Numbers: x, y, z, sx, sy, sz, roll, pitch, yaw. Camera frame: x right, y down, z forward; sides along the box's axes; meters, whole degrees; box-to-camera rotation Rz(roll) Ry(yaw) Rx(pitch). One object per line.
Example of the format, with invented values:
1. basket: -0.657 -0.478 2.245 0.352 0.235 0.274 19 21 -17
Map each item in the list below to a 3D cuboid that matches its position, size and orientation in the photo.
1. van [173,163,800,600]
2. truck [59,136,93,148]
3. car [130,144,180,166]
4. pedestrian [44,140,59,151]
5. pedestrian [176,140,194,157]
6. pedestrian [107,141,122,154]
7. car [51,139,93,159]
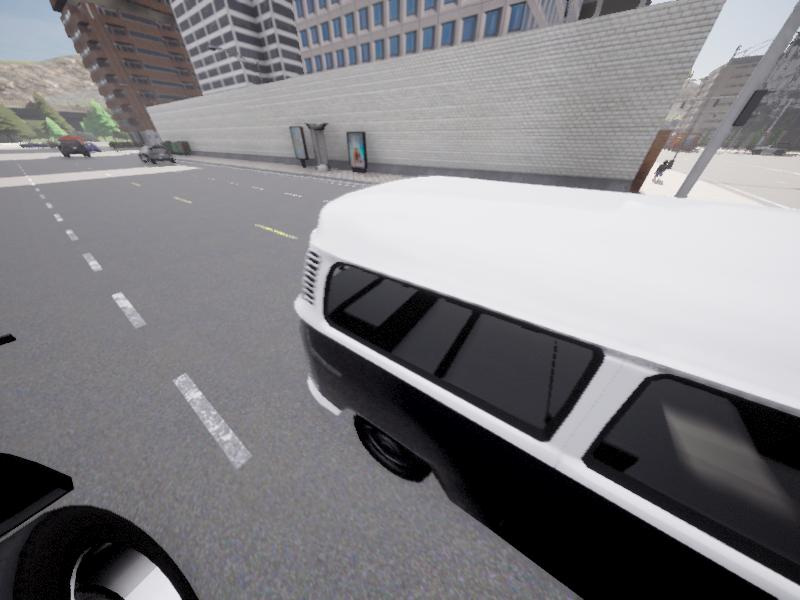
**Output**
1. van: 1.415 0.575 1.344 4.480 2.038 2.069 21 40 26
2. truck: -82.548 -40.307 59.026 2.627 2.467 5.204 -16 38 -22
3. car: -25.713 -15.289 24.247 4.856 1.649 2.033 22 41 28
4. pedestrian: -68.312 -30.271 45.295 0.751 1.860 0.751 18 39 23
5. pedestrian: -27.499 -19.383 29.569 0.751 1.860 0.751 10 36 14
6. pedestrian: -48.295 -25.859 39.102 0.751 1.860 0.751 18 39 23
7. car: -44.920 -20.773 31.650 5.566 2.045 2.150 22 41 28
